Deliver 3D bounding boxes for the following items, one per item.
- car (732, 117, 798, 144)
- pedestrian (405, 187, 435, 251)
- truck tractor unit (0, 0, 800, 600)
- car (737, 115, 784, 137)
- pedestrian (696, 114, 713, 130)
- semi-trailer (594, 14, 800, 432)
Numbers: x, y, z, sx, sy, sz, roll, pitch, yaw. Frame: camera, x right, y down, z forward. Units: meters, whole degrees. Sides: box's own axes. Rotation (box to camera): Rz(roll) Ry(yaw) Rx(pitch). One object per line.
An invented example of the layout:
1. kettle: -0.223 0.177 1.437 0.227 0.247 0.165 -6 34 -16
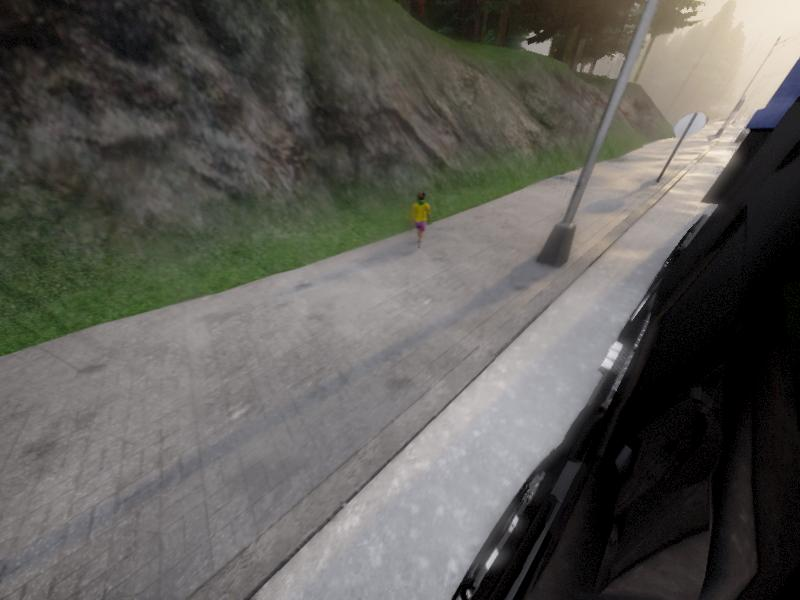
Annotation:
1. car: 30.442 -14.261 19.414 4.611 1.667 2.242 -28 44 -30
2. pedestrian: 0.405 -1.623 4.672 0.500 1.100 0.500 6 38 11
3. truck tractor unit: 2.645 -0.295 0.352 6.516 4.208 3.053 -28 44 -30
4. car: 38.589 -18.643 24.791 4.856 1.649 2.033 -29 44 -30
5. pedestrian: 45.212 -26.406 34.354 0.751 1.860 0.751 29 47 35
6. semi-trailer: 8.904 -3.454 4.019 14.254 4.402 2.717 -26 42 -27
